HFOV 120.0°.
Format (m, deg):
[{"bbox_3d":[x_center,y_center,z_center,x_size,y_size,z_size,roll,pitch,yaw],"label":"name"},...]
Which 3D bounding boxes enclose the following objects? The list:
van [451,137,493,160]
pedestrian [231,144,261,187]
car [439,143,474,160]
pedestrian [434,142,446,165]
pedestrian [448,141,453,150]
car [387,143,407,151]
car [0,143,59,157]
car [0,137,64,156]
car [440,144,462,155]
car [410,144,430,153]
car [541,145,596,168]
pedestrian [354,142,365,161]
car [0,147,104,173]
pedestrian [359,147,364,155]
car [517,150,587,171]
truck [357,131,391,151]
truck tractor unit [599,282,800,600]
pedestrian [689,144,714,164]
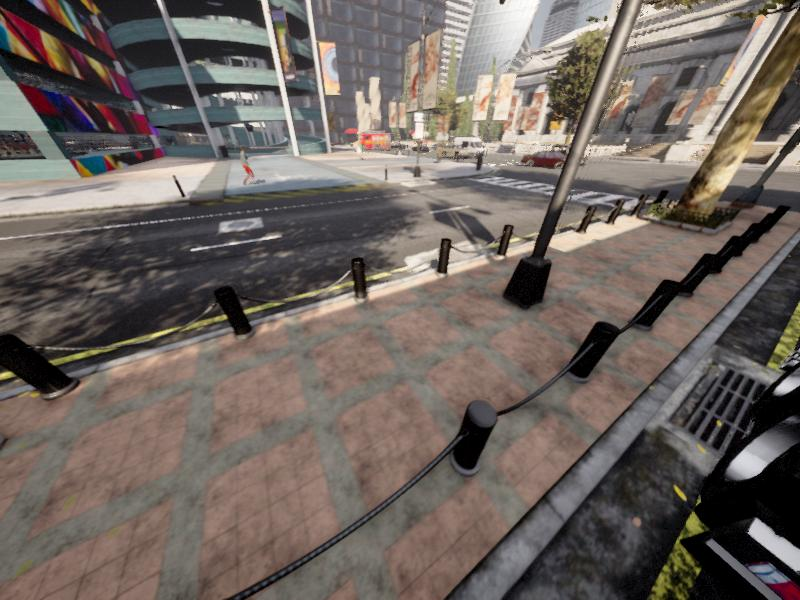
[{"bbox_3d":[10.514,-22.647,34.398,1.988,2.561,5.915,-18,39,-24],"label":"van"},{"bbox_3d":[-8.077,-7.086,12.177,0.751,1.860,0.751,-16,38,-22],"label":"pedestrian"},{"bbox_3d":[7.842,-21.016,32.614,1.932,1.855,4.605,-18,38,-24],"label":"car"},{"bbox_3d":[4.028,-14.855,23.436,0.751,1.860,0.751,-7,35,-10],"label":"pedestrian"},{"bbox_3d":[12.220,-37.440,55.948,0.751,1.860,0.751,-17,38,-23],"label":"pedestrian"},{"bbox_3d":[-0.809,-38.217,57.573,4.902,1.511,2.128,27,43,33],"label":"car"},{"bbox_3d":[-51.365,-20.567,31.682,4.514,1.523,2.007,-18,39,-25],"label":"car"},{"bbox_3d":[-51.313,-20.906,31.482,5.566,2.045,2.435,-18,39,-25],"label":"car"},{"bbox_3d":[9.215,-27.512,42.244,1.789,1.549,3.705,-18,39,-24],"label":"car"},{"bbox_3d":[4.222,-32.036,48.859,1.994,1.385,4.181,-21,40,-28],"label":"car"},{"bbox_3d":[17.656,-15.272,24.428,1.905,1.878,3.866,-18,39,-24],"label":"car"},{"bbox_3d":[-4.814,-17.658,27.392,0.751,1.860,0.751,-27,43,-33],"label":"pedestrian"},{"bbox_3d":[-27.860,-11.162,18.278,4.902,1.511,2.128,-18,39,-25],"label":"car"},{"bbox_3d":[-6.021,-23.374,36.258,0.500,1.100,0.500,-15,37,-20],"label":"pedestrian"},{"bbox_3d":[14.795,-13.906,22.878,2.033,1.411,5.357,-18,39,-24],"label":"car"},{"bbox_3d":[-6.392,-39.223,56.947,8.468,3.827,2.891,24,41,30],"label":"truck"},{"bbox_3d":[5.139,-0.272,0.736,6.516,4.208,3.053,-17,38,-23],"label":"truck tractor unit"},{"bbox_3d":[32.908,-15.958,25.255,0.751,1.860,0.751,-18,39,-25],"label":"pedestrian"}]
